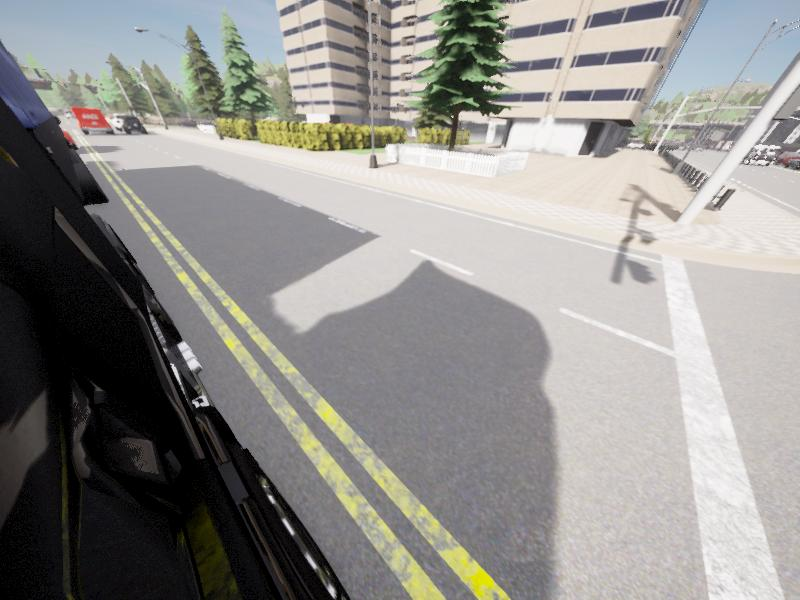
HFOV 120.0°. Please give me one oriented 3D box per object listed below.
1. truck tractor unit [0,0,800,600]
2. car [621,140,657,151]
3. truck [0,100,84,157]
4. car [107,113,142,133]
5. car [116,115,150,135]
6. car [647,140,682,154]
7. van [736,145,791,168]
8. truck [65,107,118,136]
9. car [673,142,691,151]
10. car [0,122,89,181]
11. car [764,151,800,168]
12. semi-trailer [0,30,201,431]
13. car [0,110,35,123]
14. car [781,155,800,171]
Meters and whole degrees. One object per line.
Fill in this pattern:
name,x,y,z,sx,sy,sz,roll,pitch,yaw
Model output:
truck tractor unit,-2.645,-0.295,0.351,6.516,4.208,3.053,28,44,30
car,50.328,-32.569,48.726,4.974,1.542,2.038,28,44,30
truck,-22.524,-10.567,14.199,5.204,2.467,2.627,29,44,31
car,-39.960,-25.675,33.484,5.566,2.045,2.150,29,44,30
car,-34.630,-22.652,29.939,3.866,1.878,1.905,29,44,31
car,50.925,-29.614,44.607,3.866,1.878,1.905,28,44,30
van,43.388,-17.344,27.778,2.069,2.038,4.480,29,44,30
truck,-36.218,-20.981,27.137,5.204,2.467,2.627,29,44,30
car,71.016,-38.732,58.288,2.033,1.649,4.856,29,44,30
car,-15.681,-6.437,9.807,4.611,1.667,2.242,29,44,31
car,49.978,-18.277,29.934,1.812,1.442,4.674,29,44,30
semi-trailer,-8.635,-3.657,4.276,14.254,4.402,2.717,29,44,30
car,-67.683,-31.771,40.016,2.097,1.767,4.553,-7,38,-13
car,45.417,-15.189,25.663,1.895,1.301,4.718,29,44,30
